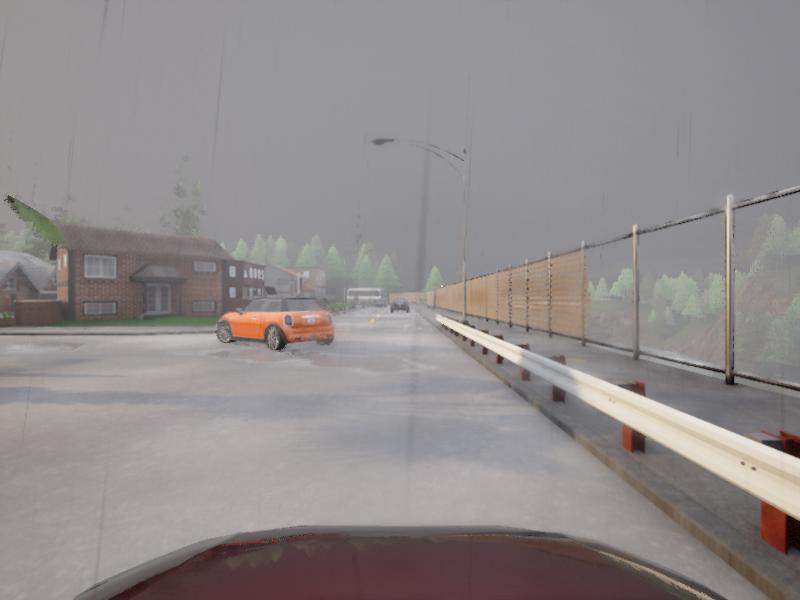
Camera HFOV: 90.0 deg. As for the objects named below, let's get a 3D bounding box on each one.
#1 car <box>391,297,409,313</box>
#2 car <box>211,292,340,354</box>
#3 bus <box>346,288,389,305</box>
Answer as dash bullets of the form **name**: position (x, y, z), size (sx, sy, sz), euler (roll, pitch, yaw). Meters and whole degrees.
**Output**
- **car**: position (-0.005, 0.568, 48.167), size (2.097, 1.767, 4.553), euler (0, 0, 0)
- **car**: position (-4.391, 0.658, 13.790), size (4.553, 1.767, 2.097), euler (0, 0, 40)
- **bus**: position (-8.183, -0.802, 101.473), size (10.273, 4.253, 3.944), euler (0, 0, 25)
